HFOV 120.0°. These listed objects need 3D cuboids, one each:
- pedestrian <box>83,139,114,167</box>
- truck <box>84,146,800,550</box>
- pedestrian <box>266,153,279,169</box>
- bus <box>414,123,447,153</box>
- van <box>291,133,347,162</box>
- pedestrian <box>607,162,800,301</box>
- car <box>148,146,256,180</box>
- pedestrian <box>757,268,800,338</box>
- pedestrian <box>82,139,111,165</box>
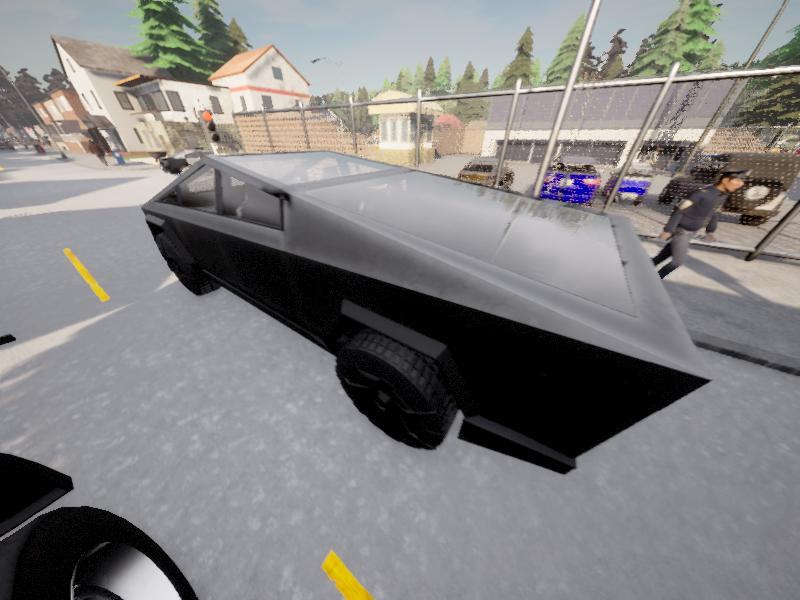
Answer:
[{"bbox_3d":[-24.945,-12.179,19.151,0.751,1.860,0.751,29,44,34],"label":"pedestrian"},{"bbox_3d":[-1.085,-0.770,3.177,6.274,2.098,2.390,21,40,27],"label":"truck"},{"bbox_3d":[-10.850,-11.833,19.634,0.500,1.100,0.500,22,41,28],"label":"pedestrian"},{"bbox_3d":[5.624,-31.707,45.300,3.944,4.253,10.273,-3,35,-5],"label":"bus"},{"bbox_3d":[-9.190,-17.925,27.092,1.988,2.561,5.915,22,40,27],"label":"van"},{"bbox_3d":[4.301,-0.990,3.519,0.751,1.860,0.751,-4,35,-7],"label":"pedestrian"},{"bbox_3d":[-13.538,-9.751,16.226,1.930,1.638,5.238,25,42,30],"label":"car"},{"bbox_3d":[5.713,-0.363,2.640,0.751,1.860,0.751,17,38,22],"label":"pedestrian"},{"bbox_3d":[-26.542,-12.947,20.227,0.751,1.860,0.751,27,43,33],"label":"pedestrian"}]
